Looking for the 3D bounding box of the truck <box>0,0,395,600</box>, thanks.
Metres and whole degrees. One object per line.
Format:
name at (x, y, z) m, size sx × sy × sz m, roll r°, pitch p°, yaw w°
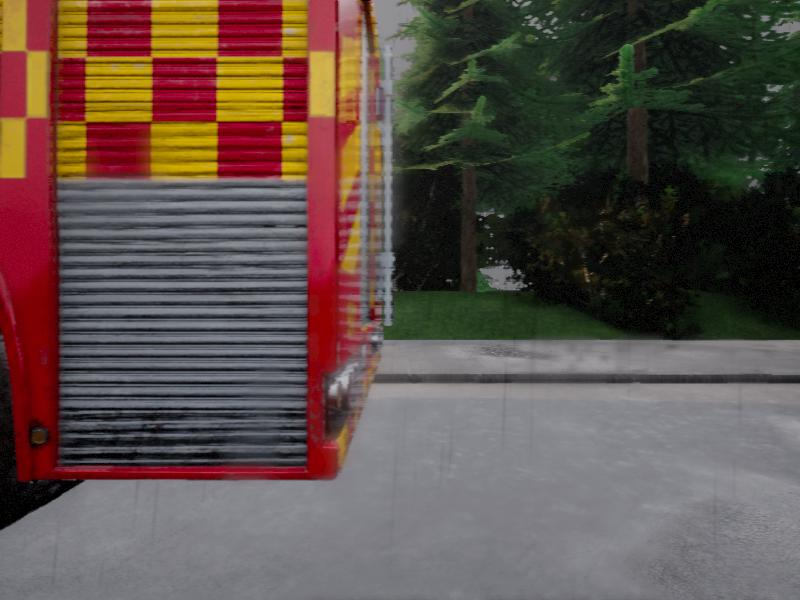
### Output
truck at (-4.292, -0.920, 2.734) m, size 8.468 × 3.827 × 2.891 m, roll 0°, pitch 0°, yaw 0°
